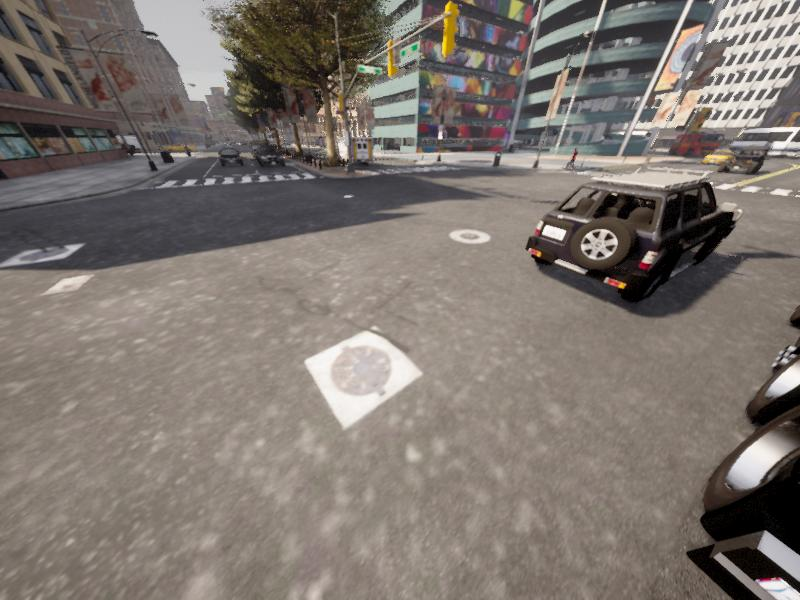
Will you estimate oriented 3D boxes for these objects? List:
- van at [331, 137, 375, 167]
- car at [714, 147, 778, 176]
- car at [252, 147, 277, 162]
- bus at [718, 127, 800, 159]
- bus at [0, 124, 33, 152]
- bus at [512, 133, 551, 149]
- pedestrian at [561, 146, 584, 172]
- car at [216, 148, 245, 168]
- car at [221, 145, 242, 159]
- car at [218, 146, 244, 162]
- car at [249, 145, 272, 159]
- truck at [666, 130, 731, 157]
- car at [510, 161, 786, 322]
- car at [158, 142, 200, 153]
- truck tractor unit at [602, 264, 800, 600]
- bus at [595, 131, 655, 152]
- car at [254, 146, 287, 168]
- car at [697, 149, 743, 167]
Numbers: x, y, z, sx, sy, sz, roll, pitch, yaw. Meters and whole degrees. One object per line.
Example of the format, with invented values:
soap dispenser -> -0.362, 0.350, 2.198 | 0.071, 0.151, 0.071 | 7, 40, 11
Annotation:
van -> -5.171, -16.151, 25.057 | 2.351, 2.431, 6.366 | -18, 39, -25
car -> 29.594, -11.928, 19.777 | 3.866, 1.878, 1.905 | -19, 39, -25
car -> -16.928, -18.191, 28.810 | 1.994, 1.385, 4.181 | -18, 39, -25
bus -> 64.980, -27.871, 40.954 | 3.944, 4.253, 10.273 | 8, 36, 11
bus -> -75.482, -29.805, 42.445 | 3.944, 4.253, 10.273 | -18, 39, -25
bus -> 43.608, -53.217, 77.201 | 3.944, 4.253, 10.273 | -18, 39, -25
pedestrian -> 15.092, -12.366, 20.255 | 0.751, 1.860, 0.751 | -19, 39, -26
car -> -17.211, -14.581, 23.551 | 1.812, 1.442, 4.674 | -18, 39, -24
car -> -23.912, -21.119, 32.845 | 1.837, 1.490, 4.892 | -19, 39, -25
car -> -20.595, -17.898, 28.216 | 2.007, 1.525, 4.514 | -18, 39, -25
car -> -20.280, -21.554, 33.489 | 2.128, 1.511, 4.902 | -18, 39, -25
truck -> 54.746, -28.978, 42.825 | 2.891, 3.827, 8.468 | 12, 37, 17
car -> 4.824, -1.555, 4.646 | 4.605, 1.855, 1.932 | -18, 39, -24
car -> -42.823, -29.672, 44.893 | 1.801, 1.575, 5.366 | 27, 43, 32
truck tractor unit -> 5.109, -0.302, 0.786 | 6.516, 4.208, 3.053 | -18, 39, -24
bus -> 60.847, -43.246, 63.024 | 3.944, 4.253, 10.273 | -13, 37, -19
car -> -13.279, -14.727, 23.598 | 2.242, 1.667, 4.611 | -18, 39, -24
car -> 37.356, -16.685, 26.961 | 5.366, 1.575, 1.801 | -19, 39, -26
